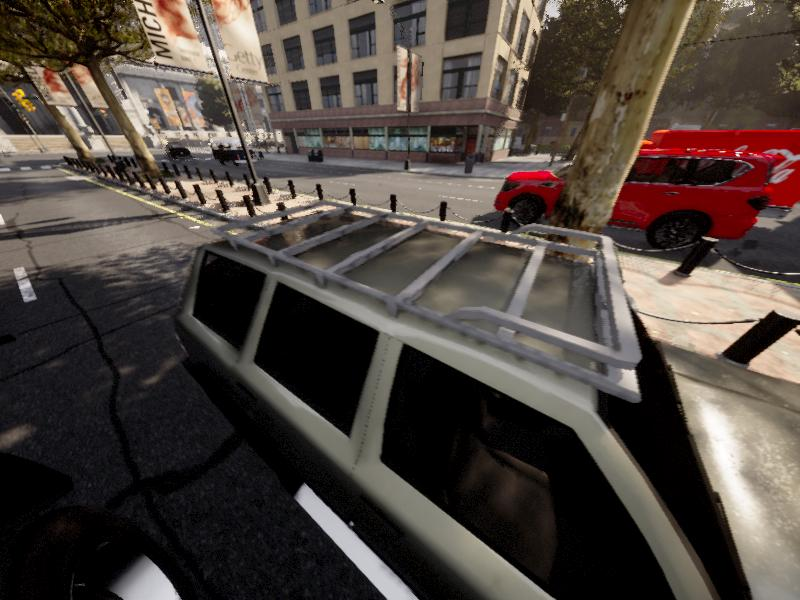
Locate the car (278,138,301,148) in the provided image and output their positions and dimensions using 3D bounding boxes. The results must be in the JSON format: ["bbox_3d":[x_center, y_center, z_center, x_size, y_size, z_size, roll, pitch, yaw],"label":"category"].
[{"bbox_3d":[-26.827,-38.149,56.176,1.932,1.855,4.605,21,40,27],"label":"car"}]

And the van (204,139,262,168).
[{"bbox_3d":[-15.245,-13.444,21.082,4.480,2.038,2.069,21,40,27],"label":"van"}]

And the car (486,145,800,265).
[{"bbox_3d":[5.722,-3.013,6.447,5.566,2.045,2.150,21,40,26],"label":"car"}]

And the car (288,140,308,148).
[{"bbox_3d":[-24.011,-36.813,54.570,1.845,1.501,3.633,21,40,27],"label":"car"}]

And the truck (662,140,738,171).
[{"bbox_3d":[28.249,-13.997,22.145,2.390,2.098,6.274,20,40,26],"label":"truck"}]

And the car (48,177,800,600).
[{"bbox_3d":[0.445,0.558,1.489,4.605,1.855,1.932,21,40,26],"label":"car"}]

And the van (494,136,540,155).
[{"bbox_3d":[19.793,-26.392,39.374,6.366,2.431,2.351,21,40,26],"label":"van"}]

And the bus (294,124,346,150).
[{"bbox_3d":[-17.458,-36.405,51.705,3.944,4.253,10.273,21,40,27],"label":"bus"}]

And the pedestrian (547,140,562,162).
[{"bbox_3d":[16.248,-15.637,24.282,0.751,1.860,0.751,20,40,25],"label":"pedestrian"}]

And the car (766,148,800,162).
[{"bbox_3d":[48.467,-17.425,27.791,4.181,1.385,1.994,22,41,28],"label":"car"}]

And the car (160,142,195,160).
[{"bbox_3d":[-27.439,-18.444,28.434,5.238,1.638,1.930,29,45,35],"label":"car"}]

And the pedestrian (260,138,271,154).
[{"bbox_3d":[-19.176,-21.923,32.932,0.751,1.860,0.751,-8,36,-12],"label":"pedestrian"}]

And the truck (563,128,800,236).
[{"bbox_3d":[9.161,-4.281,7.904,5.204,2.467,2.627,21,40,27],"label":"truck"}]

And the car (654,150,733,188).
[{"bbox_3d":[17.603,-8.109,14.143,1.851,1.617,3.988,23,41,29],"label":"car"}]

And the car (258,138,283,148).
[{"bbox_3d":[-27.834,-33.750,49.677,1.851,1.617,3.988,21,40,27],"label":"car"}]

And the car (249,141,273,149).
[{"bbox_3d":[-30.866,-34.506,51.295,1.970,1.475,3.806,21,40,27],"label":"car"}]
